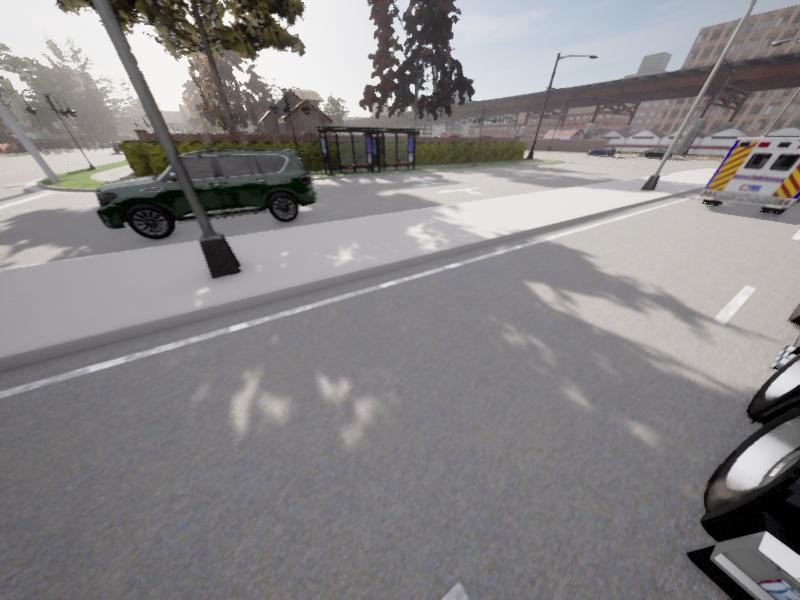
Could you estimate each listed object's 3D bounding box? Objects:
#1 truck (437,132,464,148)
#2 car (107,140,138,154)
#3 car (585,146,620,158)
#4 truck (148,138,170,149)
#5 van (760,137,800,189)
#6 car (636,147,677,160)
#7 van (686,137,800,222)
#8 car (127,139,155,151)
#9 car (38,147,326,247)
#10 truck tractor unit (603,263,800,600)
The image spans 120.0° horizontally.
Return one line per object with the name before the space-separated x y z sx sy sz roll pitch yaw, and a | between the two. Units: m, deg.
truck | 15.181 -48.795 70.314 2.891 3.827 8.468 -18 40 -24
car | -48.569 -26.915 40.627 1.932 1.855 4.605 -18 39 -25
car | 33.805 -24.833 38.708 1.789 1.549 3.705 -18 39 -24
truck | -62.691 -40.854 60.196 2.390 2.098 6.274 -18 39 -25
van | 26.380 -8.821 14.735 5.915 2.561 1.988 -18 39 -24
car | 39.797 -22.844 35.923 1.845 1.501 3.633 -18 39 -24
van | 15.488 -5.238 9.572 6.366 2.431 2.351 -18 39 -24
car | -54.268 -32.551 48.514 2.150 2.045 5.566 -18 39 -25
car | -5.558 -3.518 7.229 5.566 2.045 2.150 -18 39 -24
truck tractor unit | 5.108 -0.302 0.792 6.516 4.208 3.053 -18 39 -24
